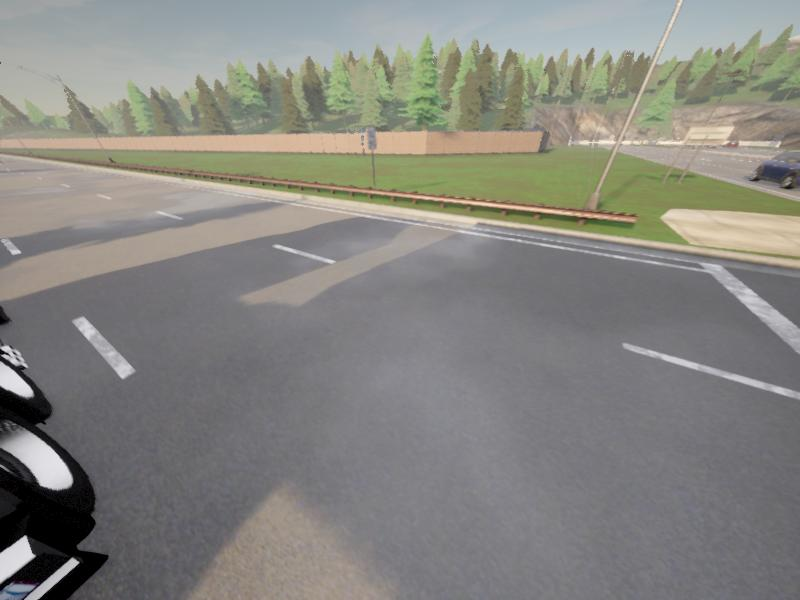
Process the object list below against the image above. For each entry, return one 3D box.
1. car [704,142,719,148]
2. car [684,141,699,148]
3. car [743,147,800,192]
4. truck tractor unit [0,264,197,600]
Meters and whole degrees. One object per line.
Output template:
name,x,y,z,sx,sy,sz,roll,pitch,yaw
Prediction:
car,79.316,-39.495,58.842,4.718,1.301,1.895,-28,43,-34
car,74.944,-39.958,59.382,4.892,1.490,1.837,-29,44,-34
car,21.793,-7.019,12.311,2.097,1.767,4.553,18,39,25
truck tractor unit,-5.119,-0.290,0.783,6.516,4.208,3.053,18,39,24
